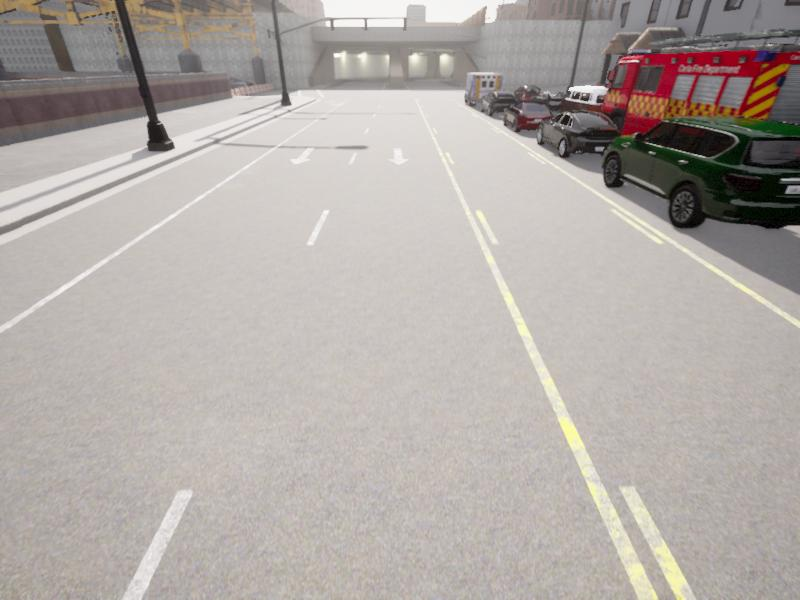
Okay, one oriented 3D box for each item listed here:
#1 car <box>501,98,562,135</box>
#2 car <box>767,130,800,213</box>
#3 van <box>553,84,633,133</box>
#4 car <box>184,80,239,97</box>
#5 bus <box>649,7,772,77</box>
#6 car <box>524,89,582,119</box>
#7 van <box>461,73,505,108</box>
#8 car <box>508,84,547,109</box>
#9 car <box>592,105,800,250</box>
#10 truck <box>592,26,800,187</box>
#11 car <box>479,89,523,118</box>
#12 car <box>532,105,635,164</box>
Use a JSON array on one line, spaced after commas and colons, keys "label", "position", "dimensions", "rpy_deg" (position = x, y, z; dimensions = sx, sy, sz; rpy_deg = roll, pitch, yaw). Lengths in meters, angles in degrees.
[{"label": "car", "position": [6.967, -10.009, 21.663], "dimensions": [1.994, 1.385, 4.181], "rpy_deg": [1, 30, 1]}, {"label": "car", "position": [10.494, -2.170, 7.889], "dimensions": [2.097, 1.767, 4.553], "rpy_deg": [0, 30, 0]}, {"label": "van", "position": [10.486, -10.713, 22.199], "dimensions": [2.069, 2.038, 4.480], "rpy_deg": [0, 30, 0]}, {"label": "car", "position": [-21.194, -23.954, 45.200], "dimensions": [2.038, 1.542, 4.974], "rpy_deg": [26, 39, 36]}, {"label": "bus", "position": [35.283, -29.559, 46.167], "dimensions": [10.273, 4.253, 3.944], "rpy_deg": [-12, 30, 7]}, {"label": "car", "position": [10.479, -13.741, 27.880], "dimensions": [2.128, 1.511, 4.902], "rpy_deg": [0, 30, 0]}, {"label": "van", "position": [6.988, -18.201, 34.572], "dimensions": [2.351, 2.431, 6.366], "rpy_deg": [0, 30, 0]}, {"label": "car", "position": [10.487, -16.919, 33.198], "dimensions": [1.851, 1.617, 3.988], "rpy_deg": [0, 30, 0]}, {"label": "car", "position": [6.994, -3.228, 9.442], "dimensions": [2.150, 2.045, 5.566], "rpy_deg": [0, 30, 0]}, {"label": "truck", "position": [10.495, -7.066, 14.225], "dimensions": [2.891, 3.827, 8.468], "rpy_deg": [0, 30, 0]}, {"label": "car", "position": [6.985, -13.899, 28.165], "dimensions": [1.837, 1.490, 4.892], "rpy_deg": [0, 30, 0]}, {"label": "car", "position": [6.990, -6.718, 15.934], "dimensions": [1.837, 1.490, 4.892], "rpy_deg": [0, 30, 0]}]
